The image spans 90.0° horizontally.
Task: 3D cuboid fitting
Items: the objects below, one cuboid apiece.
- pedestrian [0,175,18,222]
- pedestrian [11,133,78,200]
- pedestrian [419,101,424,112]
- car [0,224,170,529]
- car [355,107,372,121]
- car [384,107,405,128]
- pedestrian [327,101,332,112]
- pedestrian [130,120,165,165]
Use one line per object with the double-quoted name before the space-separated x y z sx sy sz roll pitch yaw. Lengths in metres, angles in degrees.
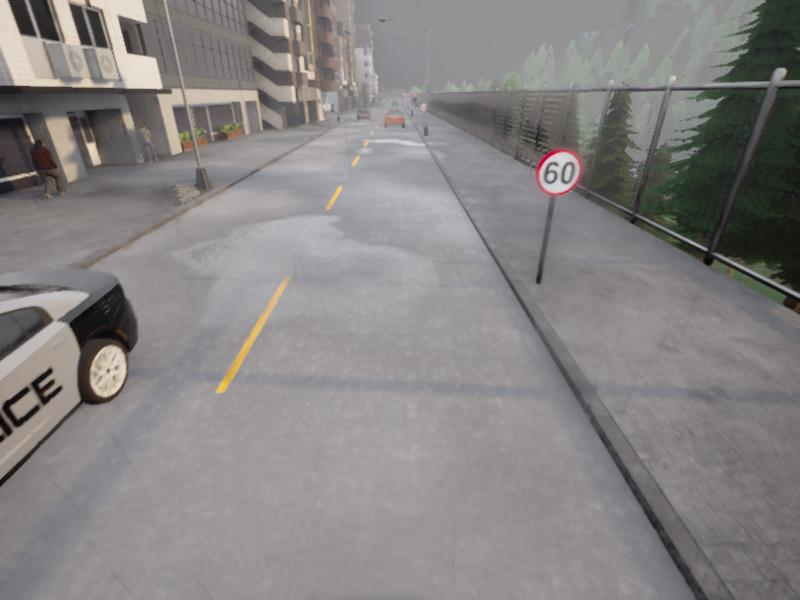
"pedestrian" -10.728 -2.945 10.090 0.751 1.860 0.751 -3 27 -7
"pedestrian" -10.910 -4.112 12.359 0.751 1.860 0.751 -3 27 -7
"pedestrian" 4.136 -36.945 76.196 0.751 1.860 0.751 -1 27 -1
"car" -4.089 1.053 2.764 1.930 1.638 5.238 0 28 -1
"car" -4.681 -24.011 51.640 1.845 1.501 3.633 0 27 -1
"car" -0.561 -18.943 41.510 2.097 1.767 4.553 0 27 -1
"pedestrian" -12.963 -35.427 73.198 0.751 1.860 0.751 -5 28 -10
"pedestrian" -11.632 -7.264 18.472 0.751 1.860 0.751 -4 28 -8
